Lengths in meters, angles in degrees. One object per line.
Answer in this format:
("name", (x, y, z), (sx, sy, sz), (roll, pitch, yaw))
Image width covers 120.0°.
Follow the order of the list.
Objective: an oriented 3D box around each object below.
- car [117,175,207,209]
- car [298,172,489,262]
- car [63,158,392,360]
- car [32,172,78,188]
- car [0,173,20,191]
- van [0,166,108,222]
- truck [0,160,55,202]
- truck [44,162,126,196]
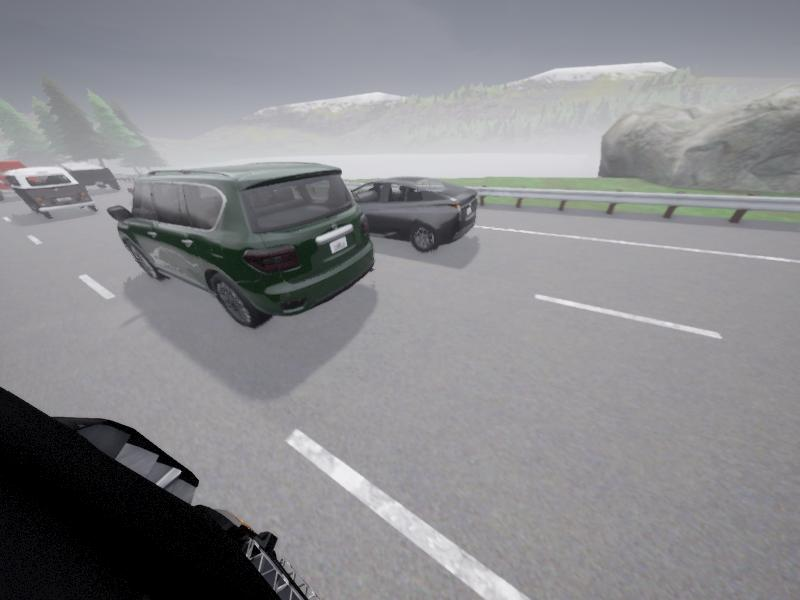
("car", (-13.498, -6.234, 13.086), (4.718, 1.301, 1.895), (16, 38, 26))
("car", (-0.242, -2.527, 6.352), (4.514, 1.525, 2.007), (16, 38, 26))
("car", (-3.129, -1.325, 4.300), (5.566, 2.045, 2.150), (16, 38, 26))
("car", (-37.949, -13.244, 25.385), (4.718, 1.301, 1.895), (16, 38, 26))
("car", (-42.113, -12.265, 24.067), (4.193, 1.474, 1.816), (16, 38, 26))
("van", (-17.408, -5.414, 11.481), (4.480, 2.038, 2.069), (16, 38, 26))
("truck", (-30.543, -9.354, 17.962), (5.204, 2.467, 2.627), (16, 38, 26))
("truck", (-26.369, -10.252, 19.330), (6.274, 2.098, 2.390), (16, 38, 26))
